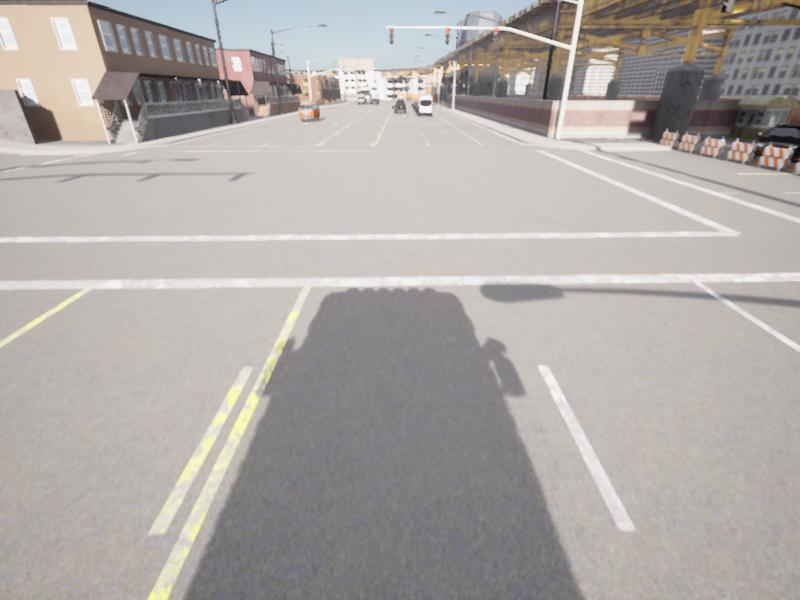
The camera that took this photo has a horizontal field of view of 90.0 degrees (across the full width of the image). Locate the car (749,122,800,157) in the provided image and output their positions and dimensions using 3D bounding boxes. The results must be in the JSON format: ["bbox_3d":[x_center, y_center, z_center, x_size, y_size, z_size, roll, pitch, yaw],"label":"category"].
[{"bbox_3d":[19.500,-8.275,20.405,1.853,1.218,4.536,24,36,38],"label":"car"}]

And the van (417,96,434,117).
[{"bbox_3d":[3.582,-28.008,57.754,1.988,2.561,5.915,0,27,0],"label":"van"}]

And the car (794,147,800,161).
[{"bbox_3d":[19.502,-6.115,16.244,1.853,1.218,4.536,-19,33,-32],"label":"car"}]

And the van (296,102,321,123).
[{"bbox_3d":[-10.436,-21.644,46.094,1.775,1.987,4.442,0,27,0],"label":"van"}]

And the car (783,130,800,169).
[{"bbox_3d":[19.471,-5.995,16.354,2.038,1.542,4.974,-19,33,-32],"label":"car"}]

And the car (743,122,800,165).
[{"bbox_3d":[19.465,-8.117,20.444,2.038,1.542,4.974,24,36,38],"label":"car"}]

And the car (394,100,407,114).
[{"bbox_3d":[0.088,-31.345,64.905,1.905,1.878,3.866,0,27,0],"label":"car"}]
